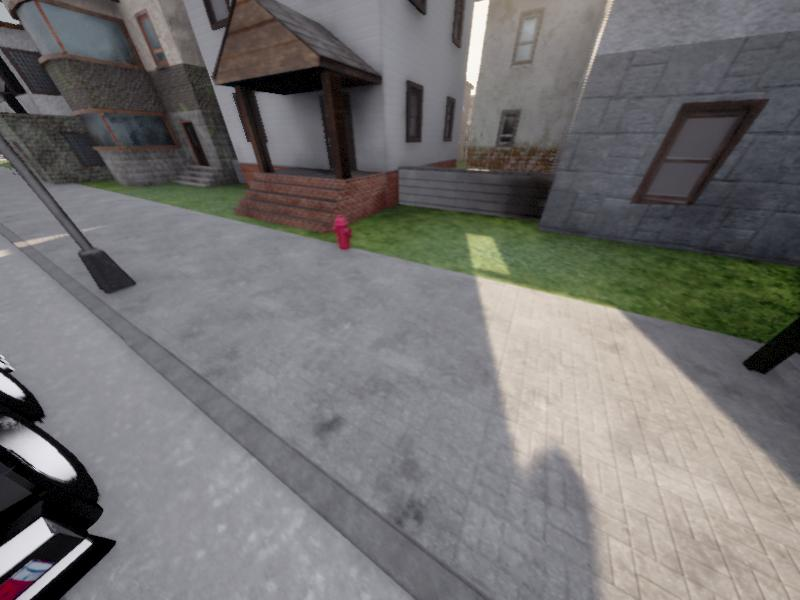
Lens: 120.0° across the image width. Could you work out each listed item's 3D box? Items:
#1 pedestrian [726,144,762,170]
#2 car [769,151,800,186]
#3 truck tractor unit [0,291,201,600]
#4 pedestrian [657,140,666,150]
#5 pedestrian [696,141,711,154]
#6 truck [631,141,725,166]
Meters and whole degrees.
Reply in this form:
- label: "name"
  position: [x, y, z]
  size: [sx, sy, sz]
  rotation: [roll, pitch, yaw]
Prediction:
- label: "pedestrian"
  position: [29.886, -12.429, 20.128]
  size: [0.751, 1.860, 0.751]
  rotation: [17, 38, 24]
- label: "car"
  position: [24.701, -7.322, 13.030]
  size: [2.033, 1.649, 4.856]
  rotation: [18, 38, 24]
- label: "truck tractor unit"
  position: [-5.153, -0.257, 0.717]
  size: [6.516, 4.208, 3.053]
  rotation: [16, 38, 22]
- label: "pedestrian"
  position: [64.027, -37.955, 56.595]
  size: [0.751, 1.860, 0.751]
  rotation: [21, 40, 28]
- label: "pedestrian"
  position: [53.548, -26.948, 40.776]
  size: [0.751, 1.860, 0.751]
  rotation: [16, 38, 22]
- label: "truck"
  position: [30.851, -16.590, 25.964]
  size: [2.390, 2.098, 6.274]
  rotation: [-28, 43, -34]
